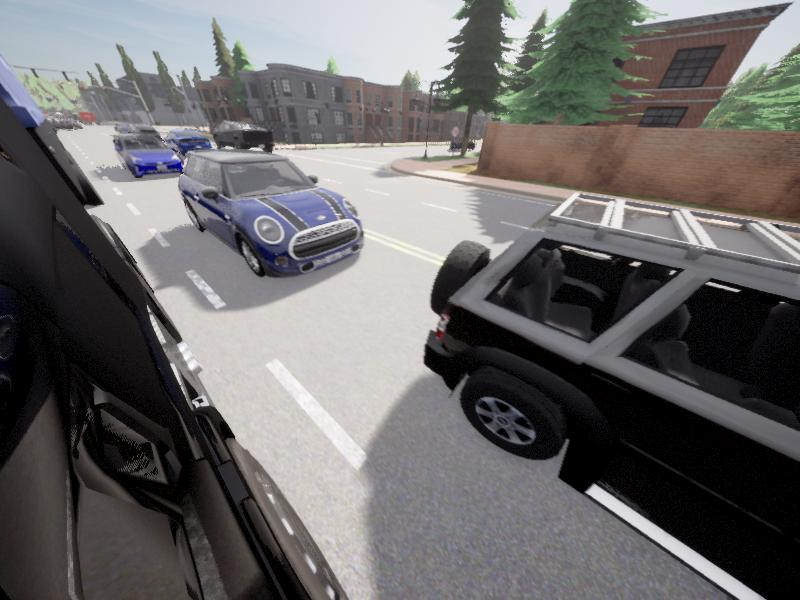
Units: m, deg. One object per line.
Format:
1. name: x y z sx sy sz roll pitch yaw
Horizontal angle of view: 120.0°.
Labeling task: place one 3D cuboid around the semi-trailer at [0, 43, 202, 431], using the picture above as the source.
1. semi-trailer: -8.700 -3.592 4.243 14.254 4.402 2.717 28 44 30

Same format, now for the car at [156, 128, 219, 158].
1. car: -15.611 -11.544 16.900 5.008 1.535 1.882 28 44 30

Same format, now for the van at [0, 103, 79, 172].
1. van: -19.280 -8.389 11.709 6.366 2.431 2.351 28 44 30

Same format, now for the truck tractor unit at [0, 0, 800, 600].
1. truck tractor unit: -2.645 -0.295 0.352 6.516 4.208 3.053 28 44 30

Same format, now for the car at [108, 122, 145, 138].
1. car: -35.285 -21.938 29.774 5.357 1.411 2.033 28 44 30

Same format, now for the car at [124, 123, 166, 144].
1. car: -26.693 -17.413 24.139 4.892 1.490 1.837 28 44 30

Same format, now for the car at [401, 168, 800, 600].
1. car: 2.425 0.631 1.376 4.605 1.855 1.932 28 44 30

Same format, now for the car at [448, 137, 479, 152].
1. car: 8.222 -20.068 29.732 1.816 1.474 4.193 29 44 31

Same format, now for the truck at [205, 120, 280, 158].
1. truck: -12.623 -12.921 18.453 6.274 2.098 2.390 28 44 30

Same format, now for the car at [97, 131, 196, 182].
1. car: -11.878 -6.826 10.806 4.514 1.525 2.007 28 44 30

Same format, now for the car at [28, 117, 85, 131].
1. car: -51.066 -26.286 34.547 2.007 1.525 4.514 29 44 31

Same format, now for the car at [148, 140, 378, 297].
1. car: -2.859 -2.142 4.847 4.553 1.767 2.097 28 44 30
